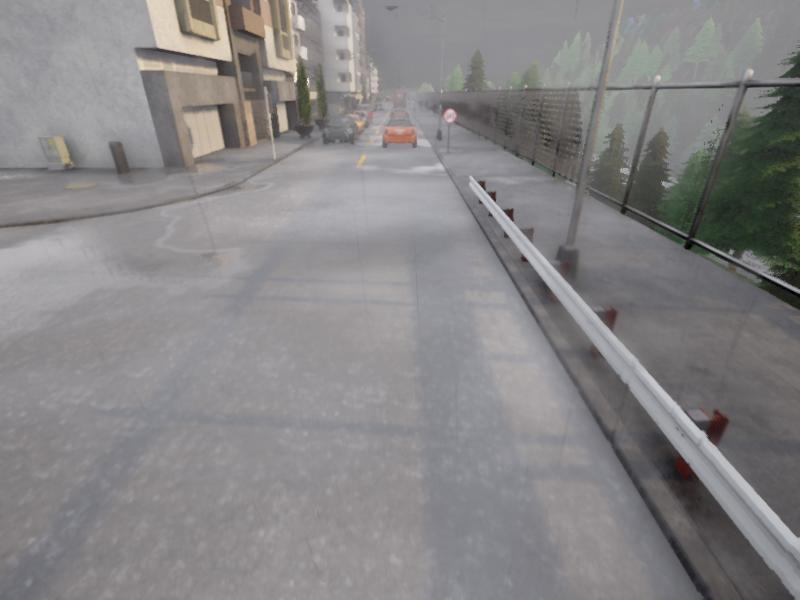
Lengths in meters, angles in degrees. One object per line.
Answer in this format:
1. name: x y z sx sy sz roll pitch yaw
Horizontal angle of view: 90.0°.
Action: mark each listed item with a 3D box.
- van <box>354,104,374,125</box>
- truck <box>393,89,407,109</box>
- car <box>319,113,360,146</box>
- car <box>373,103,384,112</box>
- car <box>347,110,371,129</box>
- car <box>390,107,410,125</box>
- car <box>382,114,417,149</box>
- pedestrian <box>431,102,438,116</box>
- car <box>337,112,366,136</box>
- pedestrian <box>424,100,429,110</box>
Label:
1. van: -4.030 -21.063 45.249 1.775 1.987 4.442 0 27 0
2. truck: -0.066 -44.448 88.544 2.891 3.827 8.468 0 27 0
3. car: -4.016 -11.744 27.404 2.097 1.767 4.553 0 27 0
4. car: -4.059 -36.866 76.519 1.970 1.475 3.806 0 27 0
5. car: -4.025 -18.034 39.940 1.970 1.475 3.806 0 27 0
6. car: -0.032 -20.977 45.479 2.152 1.651 5.027 0 27 0
7. car: -0.014 -11.083 26.117 2.097 1.767 4.553 0 27 0
8. pedestrian: 4.965 -27.590 57.743 0.751 1.860 0.751 -1 27 -2
9. car: -4.022 -14.912 33.777 1.801 1.575 5.366 0 27 0
10. pedestrian: 5.116 -37.488 76.921 0.751 1.860 0.751 0 27 0
